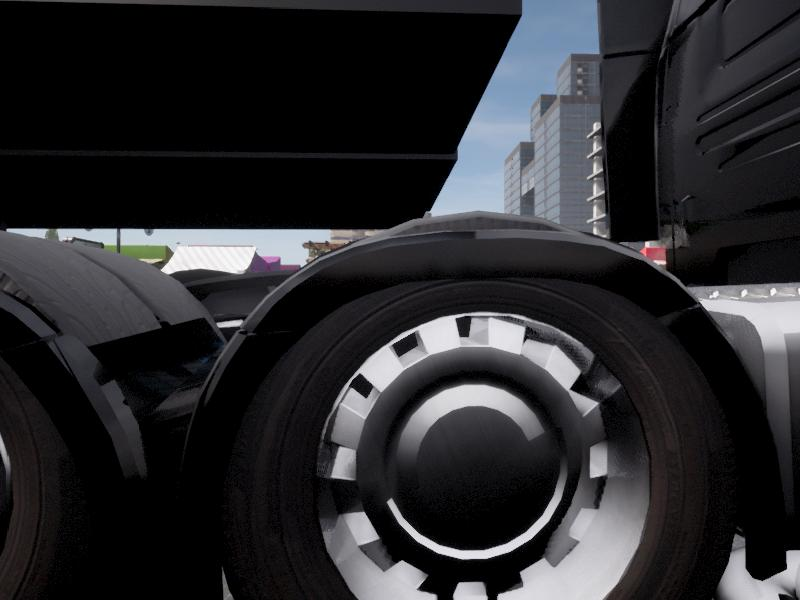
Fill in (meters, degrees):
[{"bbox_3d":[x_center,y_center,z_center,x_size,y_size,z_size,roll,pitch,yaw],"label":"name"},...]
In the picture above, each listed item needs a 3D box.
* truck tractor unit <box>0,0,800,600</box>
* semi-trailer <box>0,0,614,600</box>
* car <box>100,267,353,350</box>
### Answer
[{"bbox_3d":[1.104,-1.116,2.105,6.516,4.208,3.053,0,0,-3],"label":"truck tractor unit"},{"bbox_3d":[-6.800,-1.218,1.762,14.254,4.402,2.717,0,0,-2],"label":"semi-trailer"},{"bbox_3d":[-3.579,0.178,9.051,4.856,1.649,2.033,0,0,-2],"label":"car"}]
